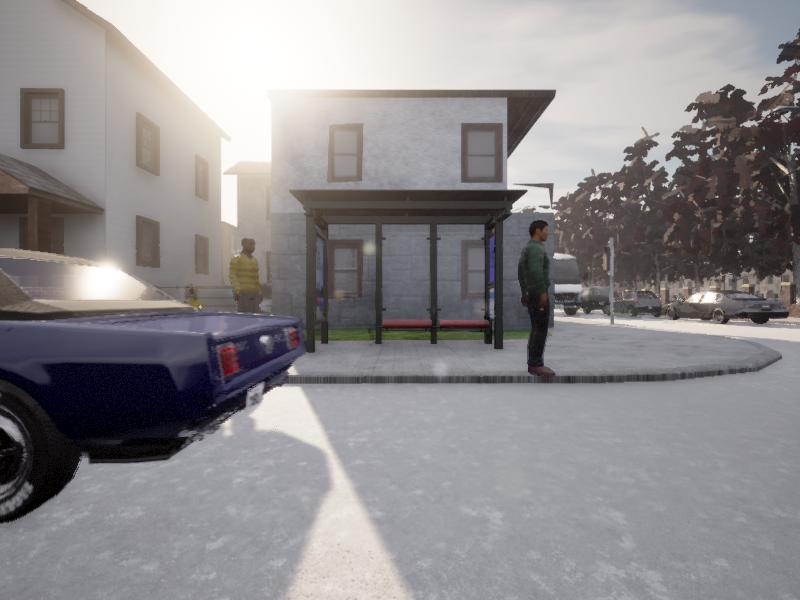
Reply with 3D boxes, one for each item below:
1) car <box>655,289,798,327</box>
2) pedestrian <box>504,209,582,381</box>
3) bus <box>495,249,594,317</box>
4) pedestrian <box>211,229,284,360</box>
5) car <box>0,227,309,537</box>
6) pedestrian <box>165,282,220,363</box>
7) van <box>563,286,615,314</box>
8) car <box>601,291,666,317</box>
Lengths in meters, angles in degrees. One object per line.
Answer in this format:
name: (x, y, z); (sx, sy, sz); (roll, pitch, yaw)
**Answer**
car: (13.943, 0.295, 17.675); (2.033, 1.411, 5.357); (0, 0, 2)
pedestrian: (1.661, -0.054, 4.767); (0.751, 1.860, 0.751); (0, 0, 9)
bus: (10.249, -1.140, 30.157); (3.944, 4.253, 10.273); (0, 1, 1)
pedestrian: (-2.351, -0.075, 6.188); (0.751, 1.860, 0.751); (0, 0, 31)
car: (-3.170, 0.344, 2.630); (4.718, 1.301, 1.895); (0, 0, 0)
pedestrian: (-2.960, 0.305, 5.730); (0.500, 1.100, 0.500); (0, 0, 16)
van: (14.270, -0.001, 30.576); (1.775, 1.987, 4.442); (0, 0, -2)
car: (14.191, 0.227, 24.569); (1.845, 1.501, 3.633); (0, 0, -1)
